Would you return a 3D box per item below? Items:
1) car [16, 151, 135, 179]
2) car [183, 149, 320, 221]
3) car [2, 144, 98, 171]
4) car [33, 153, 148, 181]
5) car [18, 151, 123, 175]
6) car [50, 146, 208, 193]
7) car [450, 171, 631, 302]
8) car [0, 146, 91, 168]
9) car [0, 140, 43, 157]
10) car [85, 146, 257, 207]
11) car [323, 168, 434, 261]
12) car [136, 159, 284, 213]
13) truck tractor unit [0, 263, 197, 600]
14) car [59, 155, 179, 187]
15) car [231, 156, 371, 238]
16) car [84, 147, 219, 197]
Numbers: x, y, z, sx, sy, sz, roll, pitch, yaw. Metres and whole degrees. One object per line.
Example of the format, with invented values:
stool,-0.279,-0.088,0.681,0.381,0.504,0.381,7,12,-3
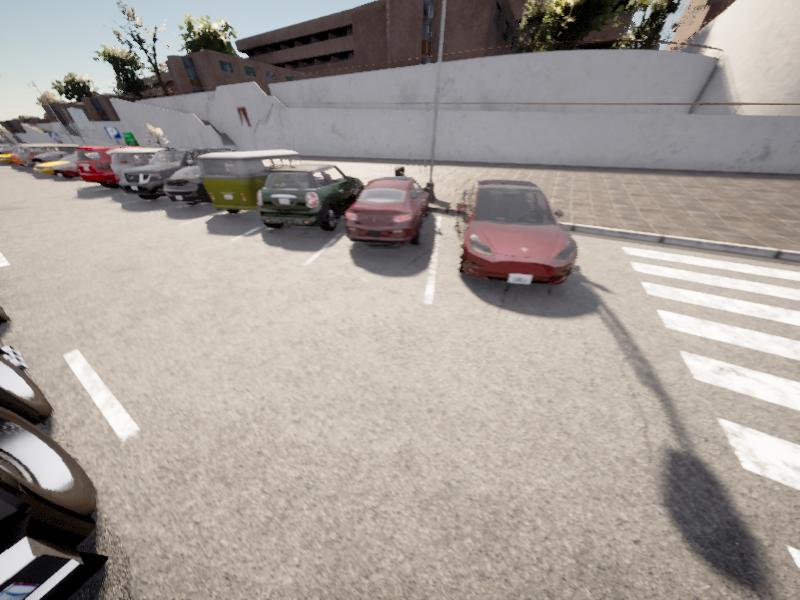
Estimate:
car,-26.044,-11.238,18.992,1.946,1.575,5.366,6,35,8
car,-5.324,-4.831,9.282,1.878,1.987,4.442,5,35,8
car,-33.783,-14.045,22.573,1.878,1.987,4.442,7,35,8
car,-23.437,-10.443,17.916,2.163,1.488,4.792,6,35,8
car,-28.604,-12.189,20.409,2.163,1.488,4.792,6,35,8
car,-15.676,-8.166,14.124,2.435,2.045,5.566,6,35,8
car,2.426,-2.013,5.603,2.163,1.488,4.792,6,35,8
car,-36.366,-14.884,23.914,2.185,1.767,4.553,6,35,8
car,-59.608,-22.871,34.774,2.435,2.045,5.566,6,35,8
car,-10.508,-6.451,11.612,2.435,2.045,5.566,6,35,8
car,-0.178,-2.865,6.870,2.002,1.452,4.674,5,35,8
car,-7.928,-5.416,10.542,2.231,1.521,4.892,5,34,8
truck tractor unit,-5.114,-0.297,0.785,6.516,4.208,3.053,18,39,24
car,-18.265,-8.752,15.490,2.002,1.452,4.674,6,35,8
car,-2.765,-3.826,7.986,2.185,1.767,4.553,5,35,8
car,-13.108,-7.222,12.786,1.878,1.987,4.442,6,35,8
